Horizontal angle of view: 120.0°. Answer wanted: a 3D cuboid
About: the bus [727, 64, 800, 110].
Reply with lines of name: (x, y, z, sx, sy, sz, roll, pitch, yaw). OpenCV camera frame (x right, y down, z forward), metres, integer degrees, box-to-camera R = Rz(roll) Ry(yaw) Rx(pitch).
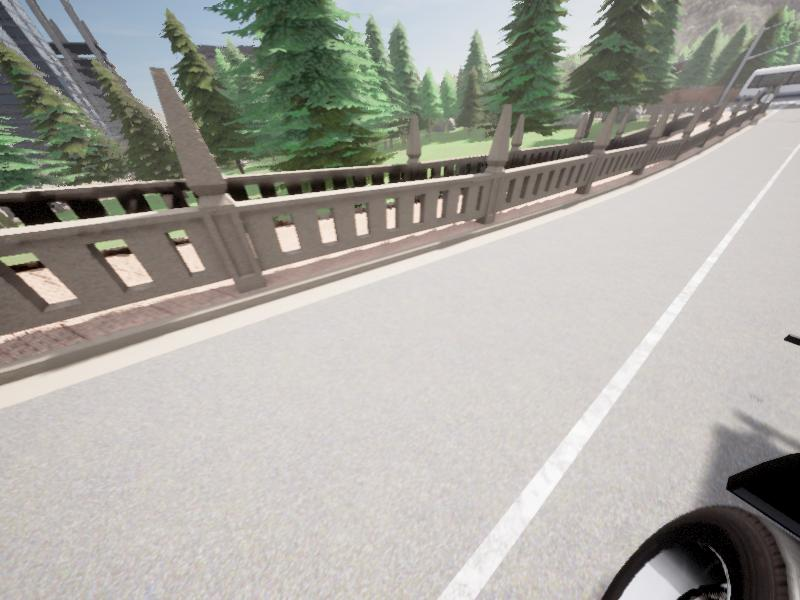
bus: (53.175, -28.504, 30.587, 3.944, 4.253, 10.273, -31, 44, -27)
